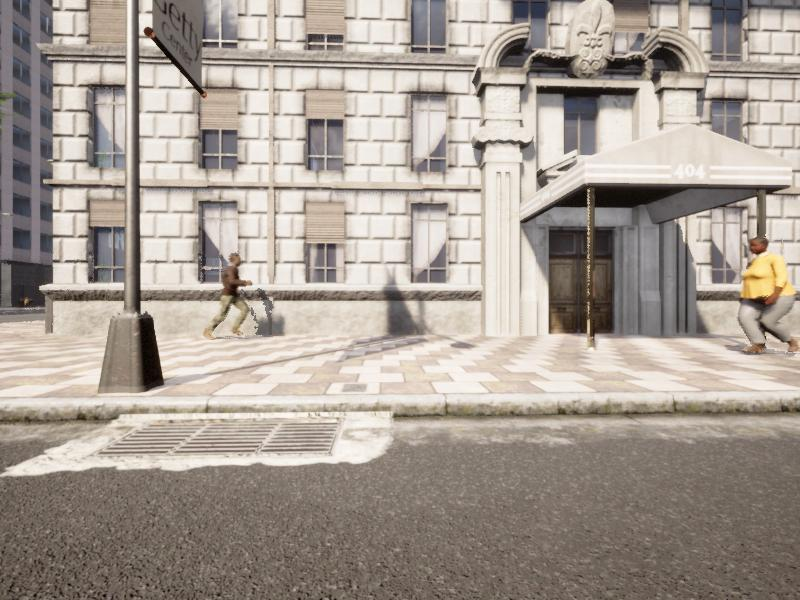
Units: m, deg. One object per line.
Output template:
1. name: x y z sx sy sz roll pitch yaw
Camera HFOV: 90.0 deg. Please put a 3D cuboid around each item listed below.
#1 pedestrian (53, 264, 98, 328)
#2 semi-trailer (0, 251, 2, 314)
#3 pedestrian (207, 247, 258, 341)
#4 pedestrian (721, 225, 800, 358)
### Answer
1. pedestrian: -9.674 -0.115 11.951 0.751 1.860 0.751 0 0 4
2. semi-trailer: -29.136 -1.217 20.829 2.717 4.402 14.254 0 0 0
3. pedestrian: -3.456 -0.115 8.295 0.751 1.860 0.751 0 0 -1
4. pedestrian: 5.468 -0.115 5.981 0.751 1.860 0.751 0 0 2
